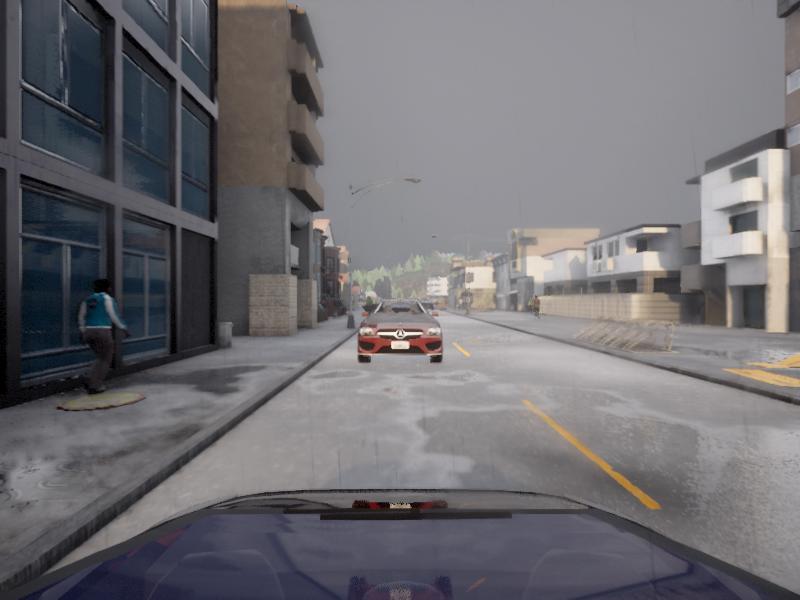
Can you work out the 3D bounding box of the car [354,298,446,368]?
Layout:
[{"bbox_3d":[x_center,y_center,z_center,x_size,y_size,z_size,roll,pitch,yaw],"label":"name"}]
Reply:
[{"bbox_3d":[0.009,0.773,11.871,2.152,1.651,5.027,0,0,0],"label":"car"}]

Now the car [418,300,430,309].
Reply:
[{"bbox_3d":[4.038,0.757,67.972,1.801,1.575,5.366,0,0,0],"label":"car"}]

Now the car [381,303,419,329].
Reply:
[{"bbox_3d":[0.012,0.879,24.301,2.033,1.411,5.357,0,0,0],"label":"car"}]

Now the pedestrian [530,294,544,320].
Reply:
[{"bbox_3d":[9.912,0.514,29.034,0.751,1.860,0.751,0,0,-2],"label":"pedestrian"}]

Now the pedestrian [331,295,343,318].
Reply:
[{"bbox_3d":[-5.244,0.511,33.330,0.751,1.860,0.751,0,0,7],"label":"pedestrian"}]

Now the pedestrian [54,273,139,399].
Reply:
[{"bbox_3d":[-4.747,0.525,6.302,0.751,1.860,0.751,0,0,3],"label":"pedestrian"}]

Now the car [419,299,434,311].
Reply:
[{"bbox_3d":[4.034,0.732,60.723,1.930,1.638,5.238,0,0,0],"label":"car"}]

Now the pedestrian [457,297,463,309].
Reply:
[{"bbox_3d":[9.375,0.492,62.466,0.751,1.860,0.751,0,0,-21],"label":"pedestrian"}]
